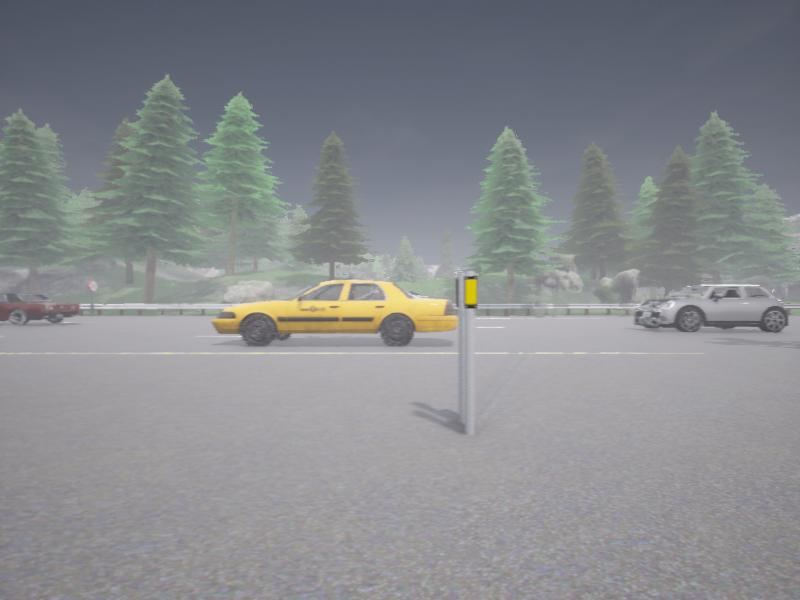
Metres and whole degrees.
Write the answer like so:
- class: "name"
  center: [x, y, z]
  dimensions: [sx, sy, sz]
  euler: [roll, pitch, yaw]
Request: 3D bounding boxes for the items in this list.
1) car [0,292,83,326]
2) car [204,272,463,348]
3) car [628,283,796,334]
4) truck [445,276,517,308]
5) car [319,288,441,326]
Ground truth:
- class: "car"
  center: [-15.968, 0.357, 16.199]
  dimensions: [4.718, 1.301, 1.895]
  euler: [0, 0, 0]
- class: "car"
  center: [-1.383, 0.203, 9.198]
  dimensions: [5.366, 1.575, 1.801]
  euler: [0, 0, 0]
- class: "car"
  center: [9.703, 0.246, 12.700]
  dimensions: [3.806, 1.475, 1.970]
  euler: [0, 0, 0]
- class: "truck"
  center: [10.008, -0.933, 49.965]
  dimensions: [8.468, 3.827, 2.891]
  euler: [0, 0, 3]
- class: "car"
  center: [-0.766, 0.271, 16.200]
  dimensions: [4.674, 1.442, 1.812]
  euler: [0, 0, 0]
